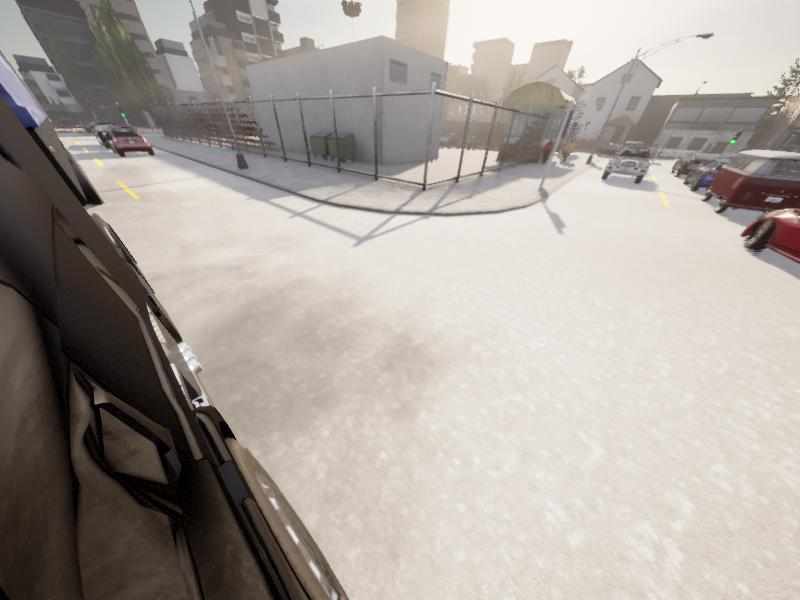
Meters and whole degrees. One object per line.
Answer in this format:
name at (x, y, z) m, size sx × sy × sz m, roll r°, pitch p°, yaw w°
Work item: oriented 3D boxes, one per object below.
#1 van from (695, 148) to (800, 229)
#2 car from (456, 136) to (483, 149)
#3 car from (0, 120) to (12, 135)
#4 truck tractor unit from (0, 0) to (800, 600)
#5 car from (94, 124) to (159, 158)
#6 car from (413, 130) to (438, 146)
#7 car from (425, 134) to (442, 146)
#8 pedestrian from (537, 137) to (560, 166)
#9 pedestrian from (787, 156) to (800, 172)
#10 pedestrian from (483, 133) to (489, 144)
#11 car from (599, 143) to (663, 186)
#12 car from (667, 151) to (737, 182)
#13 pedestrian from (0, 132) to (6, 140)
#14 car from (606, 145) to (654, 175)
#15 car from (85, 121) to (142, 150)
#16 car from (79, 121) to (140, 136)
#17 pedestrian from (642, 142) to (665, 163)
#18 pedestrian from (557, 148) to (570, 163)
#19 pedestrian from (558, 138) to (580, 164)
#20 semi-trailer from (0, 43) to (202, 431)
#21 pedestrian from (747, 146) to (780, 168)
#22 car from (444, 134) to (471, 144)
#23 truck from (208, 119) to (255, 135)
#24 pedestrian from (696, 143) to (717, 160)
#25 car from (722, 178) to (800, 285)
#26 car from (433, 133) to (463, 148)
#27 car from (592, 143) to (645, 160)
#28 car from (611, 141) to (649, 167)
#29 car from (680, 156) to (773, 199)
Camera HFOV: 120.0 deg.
van at (13.632, -4.462, 8.779) m, size 1.775 × 1.987 × 4.442 m, roll 27°, pitch 43°, yaw 29°
car at (10.077, -22.836, 33.433) m, size 1.816 × 1.474 × 4.193 m, roll 28°, pitch 44°, yaw 30°
car at (-44.455, -17.957, 23.792) m, size 1.816 × 1.474 × 4.193 m, roll 32°, pitch 46°, yaw 33°
truck tractor unit at (-2.645, -0.295, 0.351) m, size 6.516 × 4.208 × 3.053 m, roll 28°, pitch 44°, yaw 30°
car at (-18.560, -10.823, 15.683) m, size 3.988 × 1.617 × 1.851 m, roll 28°, pitch 44°, yaw 30°
car at (4.060, -25.797, 36.747) m, size 1.905 × 1.878 × 3.866 m, roll 28°, pitch 44°, yaw 30°
car at (5.152, -24.370, 35.252) m, size 1.481 × 1.379 × 2.207 m, roll 28°, pitch 44°, yaw 30°
pedestrian at (11.911, -11.943, 18.581) m, size 0.751 × 1.860 × 0.751 m, roll 29°, pitch 44°, yaw 31°
pedestrian at (38.797, -13.412, 22.146) m, size 0.751 × 1.860 × 0.751 m, roll -28°, pitch 46°, yaw -34°
pedestrian at (17.141, -32.254, 46.088) m, size 0.751 × 1.860 × 0.751 m, roll 9°, pitch 37°, yaw 8°
car at (14.437, -8.591, 14.445) m, size 1.932 × 1.855 × 4.605 m, roll 30°, pitch 44°, yaw 31°
car at (21.984, -9.990, 17.103) m, size 2.163 × 1.488 × 4.792 m, roll 28°, pitch 44°, yaw 30°
pedestrian at (-34.074, -14.315, 19.002) m, size 0.751 × 1.860 × 0.751 m, roll -25°, pitch 45°, yaw -32°
car at (18.727, -11.506, 18.814) m, size 2.033 × 1.649 × 4.856 m, roll 29°, pitch 44°, yaw 31°
car at (-23.924, -13.744, 19.242) m, size 5.238 × 1.638 × 1.930 m, roll 28°, pitch 43°, yaw 29°
car at (-37.974, -22.528, 30.325) m, size 1.812 × 1.442 × 4.674 m, roll 28°, pitch 44°, yaw 30°
pedestrian at (27.351, -15.890, 24.966) m, size 0.751 × 1.860 × 0.751 m, roll -17°, pitch 41°, yaw -24°
pedestrian at (14.864, -13.158, 21.021) m, size 0.500 × 1.100 × 0.500 m, roll -28°, pitch 46°, yaw -34°
pedestrian at (14.595, -12.872, 19.987) m, size 0.751 × 1.860 × 0.751 m, roll -25°, pitch 45°, yaw -32°
semi-trailer at (-8.700, -3.593, 4.240) m, size 14.254 × 4.402 × 2.717 m, roll 28°, pitch 44°, yaw 30°
pedestrian at (37.181, -14.612, 23.657) m, size 0.751 × 1.860 × 0.751 m, roll 18°, pitch 39°, yaw 20°
car at (11.831, -33.178, 47.528) m, size 4.892 × 1.490 × 1.837 m, roll 27°, pitch 43°, yaw 29°
truck at (-30.674, -31.535, 42.274) m, size 2.390 × 2.098 × 6.274 m, roll 28°, pitch 43°, yaw 30°
pedestrian at (42.460, -20.599, 32.002) m, size 0.751 × 1.860 × 0.751 m, roll 20°, pitch 40°, yaw 22°
car at (9.018, -0.915, 4.138) m, size 2.007 × 1.525 × 4.514 m, roll 19°, pitch 40°, yaw 21°
car at (7.179, -23.856, 34.511) m, size 2.242 × 1.667 × 4.611 m, roll 28°, pitch 44°, yaw 30°
car at (28.156, -19.396, 30.041) m, size 2.128 × 1.511 × 4.902 m, roll -1°, pitch 37°, yaw -5°
car at (22.905, -14.664, 23.073) m, size 1.905 × 1.878 × 3.866 m, roll 27°, pitch 43°, yaw 29°
car at (17.250, -6.762, 12.503) m, size 1.816 × 1.474 × 4.193 m, roll 28°, pitch 44°, yaw 30°
